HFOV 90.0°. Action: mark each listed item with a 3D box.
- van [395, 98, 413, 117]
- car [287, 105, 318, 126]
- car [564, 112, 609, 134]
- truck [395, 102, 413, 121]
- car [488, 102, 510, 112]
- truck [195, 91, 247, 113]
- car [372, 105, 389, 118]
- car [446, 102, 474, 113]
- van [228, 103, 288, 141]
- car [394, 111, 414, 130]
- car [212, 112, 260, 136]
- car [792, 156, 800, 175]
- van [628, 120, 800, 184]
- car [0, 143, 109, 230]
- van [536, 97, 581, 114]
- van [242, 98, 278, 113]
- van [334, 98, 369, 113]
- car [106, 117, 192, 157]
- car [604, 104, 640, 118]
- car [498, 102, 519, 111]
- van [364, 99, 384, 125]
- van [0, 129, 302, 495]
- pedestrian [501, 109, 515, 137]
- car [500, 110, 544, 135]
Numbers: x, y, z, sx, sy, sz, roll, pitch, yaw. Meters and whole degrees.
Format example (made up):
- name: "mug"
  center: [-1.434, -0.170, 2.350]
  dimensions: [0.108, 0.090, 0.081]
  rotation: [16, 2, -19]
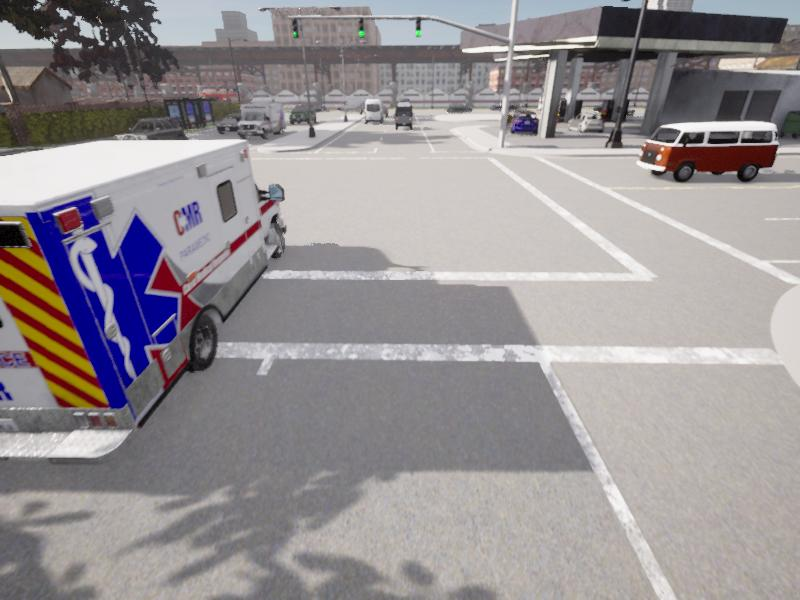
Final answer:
- name: "van"
  center: [0.673, -30.525, 63.238]
  dimensions: [1.988, 2.561, 5.915]
  rotation: [3, 27, 7]
- name: "car"
  center: [-11.041, -21.172, 45.782]
  dimensions: [2.150, 2.045, 5.566]
  rotation: [0, 27, 1]
- name: "car"
  center: [15.802, -15.104, 34.083]
  dimensions: [1.970, 1.475, 3.806]
  rotation: [0, 27, 1]
- name: "truck"
  center: [0.536, -25.491, 53.965]
  dimensions: [2.390, 2.098, 6.274]
  rotation: [0, 27, 1]
- name: "car"
  center: [19.024, -37.309, 77.291]
  dimensions: [3.705, 1.549, 1.789]
  rotation: [0, 27, 1]
- name: "truck"
  center: [-35.968, -39.907, 80.665]
  dimensions: [8.468, 3.827, 2.891]
  rotation: [0, 27, 1]
- name: "car"
  center: [-2.904, -28.330, 60.065]
  dimensions: [2.152, 1.651, 5.027]
  rotation: [0, 27, 1]
- name: "car"
  center: [10.604, -34.206, 71.132]
  dimensions: [4.553, 1.767, 2.097]
  rotation: [0, 27, 1]
- name: "van"
  center: [-11.174, -14.432, 32.241]
  dimensions: [2.351, 2.431, 6.366]
  rotation: [0, 27, 1]
- name: "car"
  center: [0.402, -17.889, 39.789]
  dimensions: [1.845, 1.501, 3.633]
  rotation: [0, 27, 1]
- name: "car"
  center: [-14.634, -15.902, 36.035]
  dimensions: [2.152, 1.651, 5.027]
  rotation: [0, 27, 1]
- name: "car"
  center: [18.708, -5.436, 15.532]
  dimensions: [4.718, 1.301, 1.895]
  rotation: [-1, 27, 0]
- name: "van"
  center: [11.781, -5.723, 15.375]
  dimensions: [4.480, 2.038, 2.069]
  rotation: [-1, 27, -1]
- name: "car"
  center: [-11.369, -3.414, 11.664]
  dimensions: [2.033, 1.649, 4.856]
  rotation: [0, 27, 1]
- name: "van"
  center: [26.644, -32.898, 67.642]
  dimensions: [6.366, 2.431, 2.351]
  rotation: [0, 27, 1]
- name: "van"
  center: [-27.169, -37.753, 77.713]
  dimensions: [5.915, 2.561, 1.988]
  rotation: [0, 27, 1]
- name: "van"
  center: [-9.315, -37.690, 77.493]
  dimensions: [6.366, 2.431, 2.351]
  rotation: [0, 27, 1]
- name: "car"
  center: [-14.866, -9.910, 24.088]
  dimensions: [1.932, 1.855, 4.605]
  rotation: [1, 27, 2]
- name: "car"
  center: [30.980, -26.381, 55.761]
  dimensions: [5.238, 1.638, 1.930]
  rotation: [-19, 33, -32]
- name: "car"
  center: [21.838, -38.908, 80.366]
  dimensions: [3.633, 1.501, 1.845]
  rotation: [0, 27, 1]
- name: "van"
  center: [-3.015, -22.642, 47.988]
  dimensions: [1.988, 2.561, 5.915]
  rotation: [0, 27, 1]
- name: "van"
  center: [-3.435, -0.865, 5.711]
  dimensions: [2.351, 2.431, 6.366]
  rotation: [0, 27, 1]
- name: "pedestrian"
  center: [7.969, -13.108, 29.624]
  dimensions: [0.751, 1.860, 0.751]
  rotation: [3, 27, 6]
- name: "car"
  center: [10.050, -14.888, 33.393]
  dimensions: [2.242, 1.667, 4.611]
  rotation: [0, 27, 1]
